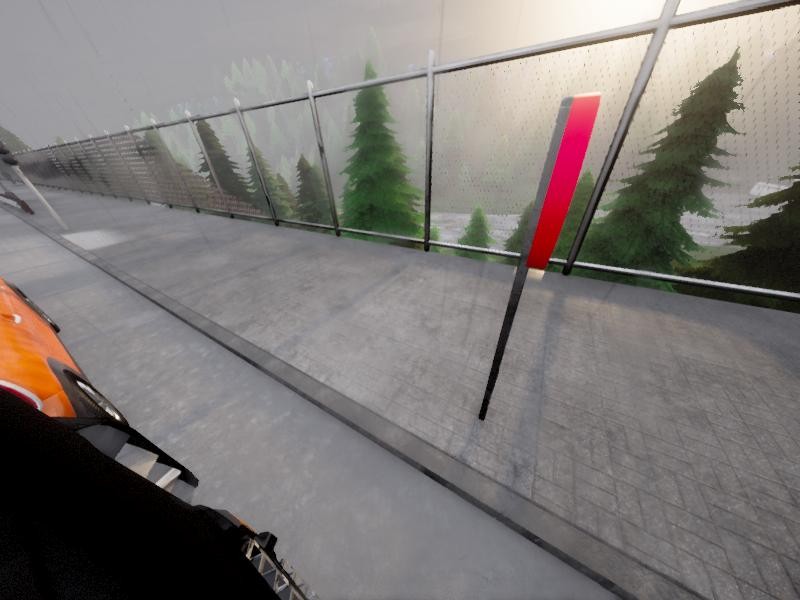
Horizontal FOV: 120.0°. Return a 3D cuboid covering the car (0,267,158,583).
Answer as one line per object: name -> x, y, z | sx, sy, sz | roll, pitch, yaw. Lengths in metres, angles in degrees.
car -> -4.632, 0.595, 1.774 | 4.553, 1.767, 2.097 | 16, 38, 26

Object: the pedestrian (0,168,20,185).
pedestrian -> -51.175, -16.098, 30.144 | 0.751, 1.860, 0.751 | 17, 38, 27
